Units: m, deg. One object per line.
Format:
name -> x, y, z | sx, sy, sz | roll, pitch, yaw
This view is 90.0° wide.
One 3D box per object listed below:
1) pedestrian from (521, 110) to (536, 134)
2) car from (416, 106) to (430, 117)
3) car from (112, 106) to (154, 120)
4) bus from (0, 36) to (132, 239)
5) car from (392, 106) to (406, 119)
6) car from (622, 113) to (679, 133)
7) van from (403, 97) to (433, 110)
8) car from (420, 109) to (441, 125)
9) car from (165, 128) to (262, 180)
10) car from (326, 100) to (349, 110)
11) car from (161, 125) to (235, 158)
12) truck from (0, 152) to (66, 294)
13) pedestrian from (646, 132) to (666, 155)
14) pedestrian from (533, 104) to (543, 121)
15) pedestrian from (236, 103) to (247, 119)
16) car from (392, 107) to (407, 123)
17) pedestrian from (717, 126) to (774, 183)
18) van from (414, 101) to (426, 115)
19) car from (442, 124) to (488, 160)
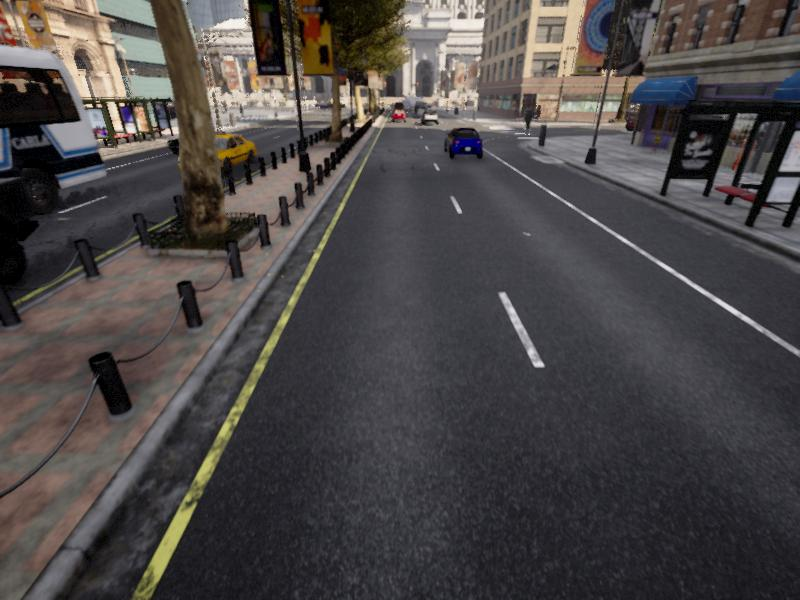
pedestrian -> 10.925, -15.172, 34.070 | 0.751, 1.860, 0.751 | 0, 27, 0
car -> 3.411, -28.250, 59.922 | 1.845, 1.501, 3.633 | 0, 27, 0
car -> -35.048, -24.662, 52.679 | 2.128, 1.511, 4.902 | 0, 27, 0
bus -> -11.371, -3.372, 8.530 | 3.944, 4.253, 10.273 | 0, 27, 0
car -> -0.109, -27.229, 57.944 | 2.007, 1.525, 4.514 | 0, 27, 0
car -> 22.265, -15.805, 35.699 | 3.705, 1.549, 1.789 | -1, 27, -2
van -> 3.936, -43.033, 87.702 | 6.366, 2.431, 2.351 | 0, 27, 0
car -> 3.414, -21.091, 46.002 | 2.007, 1.525, 4.514 | 0, 27, 0
car -> -8.030, -6.690, 17.920 | 1.801, 1.575, 5.366 | 0, 27, 0
car -> -13.625, -42.808, 87.865 | 4.605, 1.855, 1.932 | 0, 27, 0
car -> -11.540, -9.301, 23.300 | 1.895, 1.301, 4.718 | 0, 27, 0
truck -> -8.004, -0.291, 4.890 | 2.390, 2.098, 6.274 | 0, 27, 0
pedestrian -> 13.630, -8.357, 21.311 | 0.500, 1.100, 0.500 | 1, 27, 1
pedestrian -> 16.412, -22.257, 47.528 | 0.751, 1.860, 0.751 | 5, 28, 10
pedestrian -> -20.883, -24.973, 52.786 | 0.751, 1.860, 0.751 | 2, 27, 4
car -> -0.092, -22.937, 49.562 | 1.789, 1.549, 3.705 | 0, 27, 0
pedestrian -> 12.409, -5.249, 14.430 | 0.751, 1.860, 0.751 | -2, 27, -5
van -> 3.328, -31.896, 66.523 | 1.775, 1.987, 4.442 | 0, 27, 0
car -> 3.486, -8.835, 22.208 | 1.816, 1.474, 4.193 | 0, 27, 0
